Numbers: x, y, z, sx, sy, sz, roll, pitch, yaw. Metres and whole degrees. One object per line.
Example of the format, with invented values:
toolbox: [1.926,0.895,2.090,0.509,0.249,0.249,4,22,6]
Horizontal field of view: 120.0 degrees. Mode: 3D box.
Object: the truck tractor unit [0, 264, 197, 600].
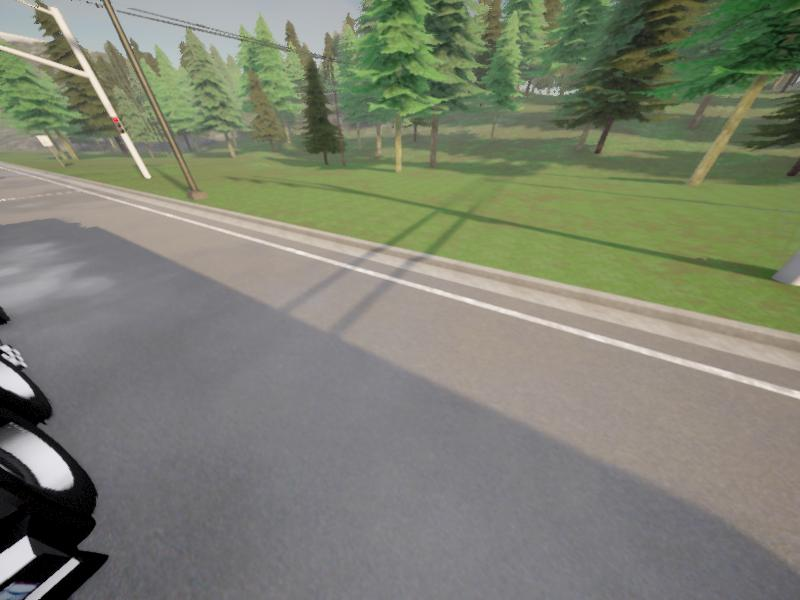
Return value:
truck tractor unit: [-5.115,-0.297,0.778,6.516,4.208,3.053,18,39,24]
